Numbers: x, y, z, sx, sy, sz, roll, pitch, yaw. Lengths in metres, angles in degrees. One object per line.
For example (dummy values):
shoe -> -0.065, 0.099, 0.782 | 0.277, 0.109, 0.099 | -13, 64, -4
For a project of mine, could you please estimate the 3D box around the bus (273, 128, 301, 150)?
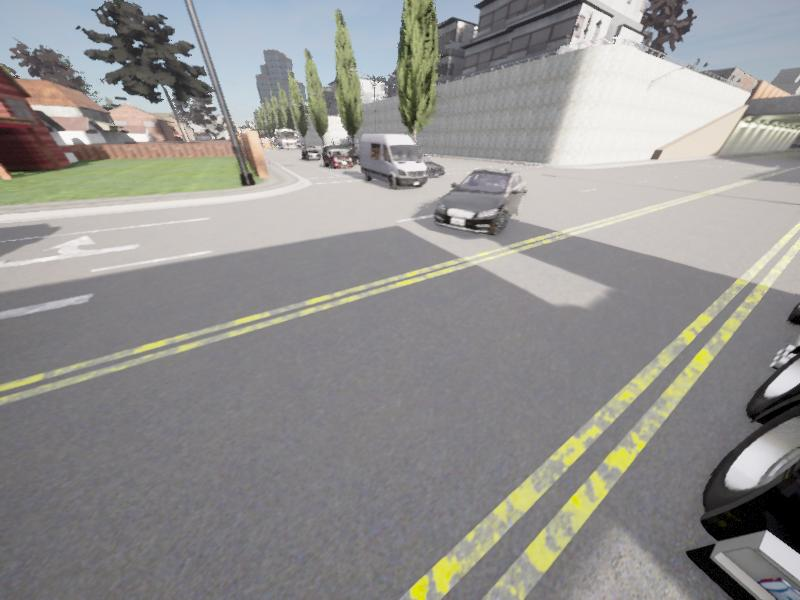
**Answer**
bus -> -28.420, -40.346, 58.033 | 3.944, 4.253, 10.273 | -18, 39, -25

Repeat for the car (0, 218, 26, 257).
car -> -10.963, -1.002, 3.690 | 4.605, 1.855, 1.932 | -19, 39, -23

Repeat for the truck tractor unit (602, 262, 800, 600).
truck tractor unit -> 5.112, -0.298, 0.792 | 6.516, 4.208, 3.053 | -18, 39, -24

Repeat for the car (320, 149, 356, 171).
car -> -5.820, -13.166, 21.601 | 1.970, 1.475, 3.806 | -18, 39, -25

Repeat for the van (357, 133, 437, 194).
van -> -0.488, -8.322, 13.753 | 1.988, 2.561, 5.915 | -16, 38, -23

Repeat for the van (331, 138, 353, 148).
van -> -18.828, -51.486, 75.627 | 6.366, 2.431, 2.351 | -22, 40, -25

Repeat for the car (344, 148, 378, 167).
car -> -4.343, -15.669, 25.201 | 1.837, 1.490, 4.892 | -18, 39, -25

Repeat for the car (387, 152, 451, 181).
car -> 1.191, -10.238, 17.531 | 2.033, 1.411, 5.357 | -18, 39, -25

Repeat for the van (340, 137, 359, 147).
van -> -17.352, -54.522, 79.566 | 5.915, 2.561, 1.988 | -21, 40, -23

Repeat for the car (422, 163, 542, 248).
car -> 2.937, -3.466, 7.704 | 2.128, 1.511, 4.902 | 22, 40, 27
